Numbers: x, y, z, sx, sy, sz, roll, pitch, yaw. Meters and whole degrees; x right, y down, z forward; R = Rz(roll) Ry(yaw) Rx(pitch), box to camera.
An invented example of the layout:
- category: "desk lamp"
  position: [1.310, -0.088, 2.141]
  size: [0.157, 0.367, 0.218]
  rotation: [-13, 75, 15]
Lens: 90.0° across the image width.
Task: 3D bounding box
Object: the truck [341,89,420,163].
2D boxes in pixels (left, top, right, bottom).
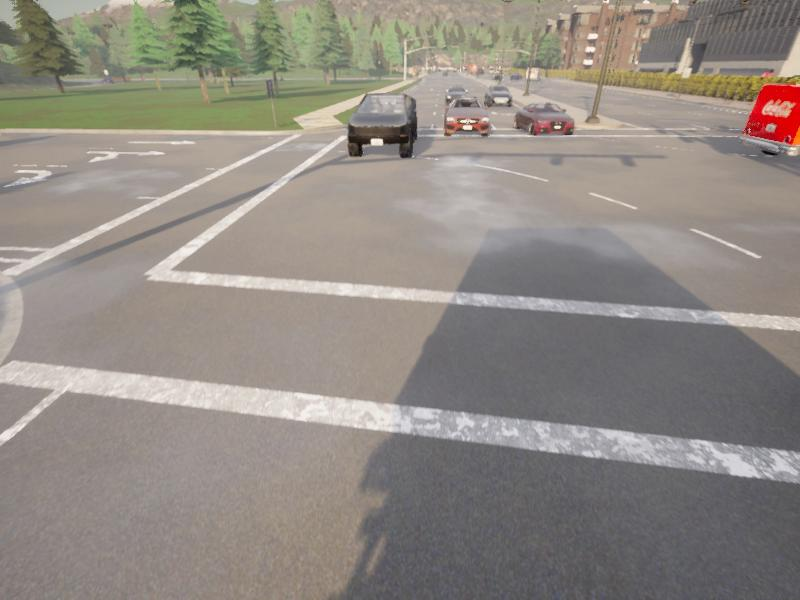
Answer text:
- category: "truck"
  position: [-0.527, -7.497, 16.762]
  size: [2.390, 2.098, 6.274]
  rotation: [2, 30, 5]

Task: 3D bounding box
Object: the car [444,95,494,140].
- category: "car"
  position: [3.428, -9.647, 20.872]
  size: [2.152, 1.651, 5.027]
  rotation: [2, 30, 5]

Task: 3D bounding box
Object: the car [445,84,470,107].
- category: "car"
  position: [5.106, -18.563, 36.194]
  size: [2.038, 1.542, 4.974]
  rotation: [2, 30, 5]

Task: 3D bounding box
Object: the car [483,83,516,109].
- category: "car"
  position: [8.411, -17.498, 34.241]
  size: [2.033, 1.649, 4.856]
  rotation: [2, 31, 5]

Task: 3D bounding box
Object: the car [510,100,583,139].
- category: "car"
  position: [7.369, -9.362, 20.591]
  size: [1.994, 1.385, 4.181]
  rotation: [-2, 30, -3]

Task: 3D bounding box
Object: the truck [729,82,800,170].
- category: "truck"
  position: [15.346, -6.031, 13.719]
  size: [5.204, 2.467, 2.627]
  rotation: [1, 30, 2]
